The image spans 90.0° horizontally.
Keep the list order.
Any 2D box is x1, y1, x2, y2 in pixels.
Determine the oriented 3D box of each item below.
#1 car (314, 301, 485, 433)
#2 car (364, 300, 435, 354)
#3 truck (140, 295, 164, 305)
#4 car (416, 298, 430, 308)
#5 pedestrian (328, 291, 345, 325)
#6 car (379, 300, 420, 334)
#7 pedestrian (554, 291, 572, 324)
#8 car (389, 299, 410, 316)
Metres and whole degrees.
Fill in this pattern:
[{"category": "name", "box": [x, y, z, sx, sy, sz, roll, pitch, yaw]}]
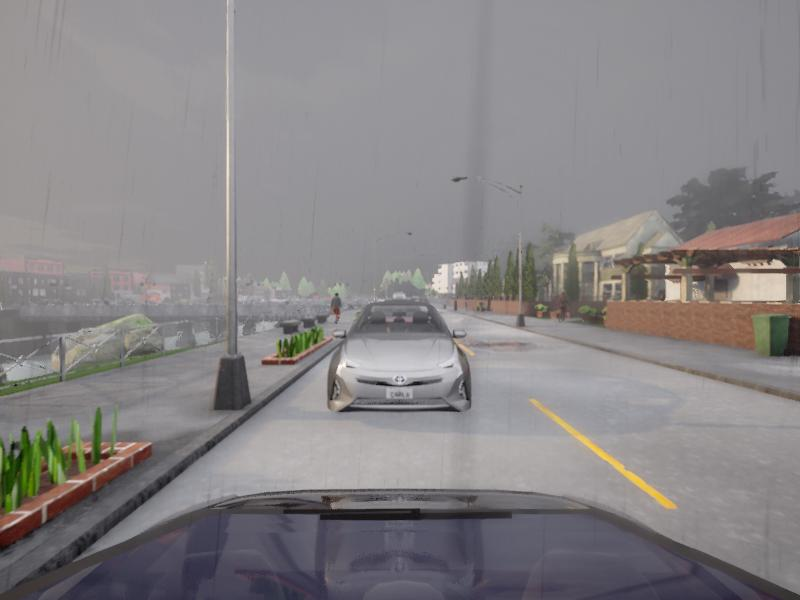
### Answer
[{"category": "car", "box": [-0.009, 0.789, 6.969, 2.007, 1.525, 4.514, 0, 0, 0]}, {"category": "car", "box": [-0.017, 0.761, 13.689, 2.007, 1.525, 4.514, 0, 0, 0]}, {"category": "truck", "box": [-61.817, -0.010, 99.833, 2.627, 2.467, 5.204, 0, 0, 0]}, {"category": "car", "box": [3.915, 0.452, 69.272, 2.242, 1.667, 4.611, 0, 0, 0]}, {"category": "pedestrian", "box": [-3.503, 0.434, 22.074, 0.751, 1.860, 0.751, 0, 0, 11]}, {"category": "car", "box": [-0.025, 0.761, 19.942, 1.816, 1.474, 4.193, 0, 0, 0]}, {"category": "pedestrian", "box": [9.149, 0.420, 22.475, 0.751, 1.860, 0.751, 0, 0, 0]}, {"category": "car", "box": [-0.046, 0.654, 37.980, 1.882, 1.535, 5.008, 0, 0, 0]}]
